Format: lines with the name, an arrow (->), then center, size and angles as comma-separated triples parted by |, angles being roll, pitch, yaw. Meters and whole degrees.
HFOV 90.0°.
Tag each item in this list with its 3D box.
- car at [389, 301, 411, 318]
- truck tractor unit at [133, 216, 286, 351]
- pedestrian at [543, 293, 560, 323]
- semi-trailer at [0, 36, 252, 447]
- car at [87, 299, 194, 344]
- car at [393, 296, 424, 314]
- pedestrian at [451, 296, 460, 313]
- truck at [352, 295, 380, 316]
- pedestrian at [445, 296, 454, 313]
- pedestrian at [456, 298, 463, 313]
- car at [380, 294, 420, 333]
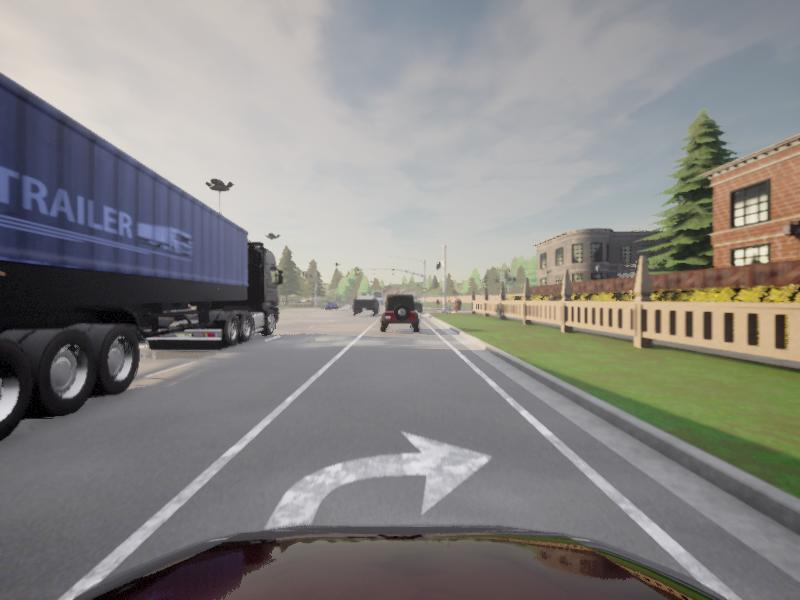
car -> 0.006, 0.850, 37.237 | 1.970, 1.475, 3.806 | 0, 0, 0
truck tractor unit -> -6.869, -0.523, 15.782 | 3.053, 4.208, 6.516 | 0, 0, -1
pedestrian -> 9.540, 0.483, 25.214 | 0.751, 1.860, 0.751 | 0, 0, 0
semi-trailer -> -6.094, -0.619, 7.913 | 2.717, 4.402, 14.254 | 0, 0, -7
car -> -10.496, 0.787, 16.590 | 1.851, 1.617, 3.988 | 0, 0, 0
car -> 1.094, 0.565, 47.106 | 2.150, 2.045, 5.566 | 0, 0, 17
pedestrian -> 5.947, 0.482, 42.735 | 0.751, 1.860, 0.751 | 0, 0, -9
truck -> -3.517, 0.539, 42.519 | 2.390, 2.098, 6.274 | 0, 0, 0
pedestrian -> 5.256, 0.482, 42.768 | 0.751, 1.860, 0.751 | 0, 0, -11
pedestrian -> 7.457, 0.633, 49.937 | 0.751, 1.860, 0.751 | 0, 0, 4
car -> 0.000, 0.644, 21.055 | 1.905, 1.878, 3.866 | 0, 0, 0
